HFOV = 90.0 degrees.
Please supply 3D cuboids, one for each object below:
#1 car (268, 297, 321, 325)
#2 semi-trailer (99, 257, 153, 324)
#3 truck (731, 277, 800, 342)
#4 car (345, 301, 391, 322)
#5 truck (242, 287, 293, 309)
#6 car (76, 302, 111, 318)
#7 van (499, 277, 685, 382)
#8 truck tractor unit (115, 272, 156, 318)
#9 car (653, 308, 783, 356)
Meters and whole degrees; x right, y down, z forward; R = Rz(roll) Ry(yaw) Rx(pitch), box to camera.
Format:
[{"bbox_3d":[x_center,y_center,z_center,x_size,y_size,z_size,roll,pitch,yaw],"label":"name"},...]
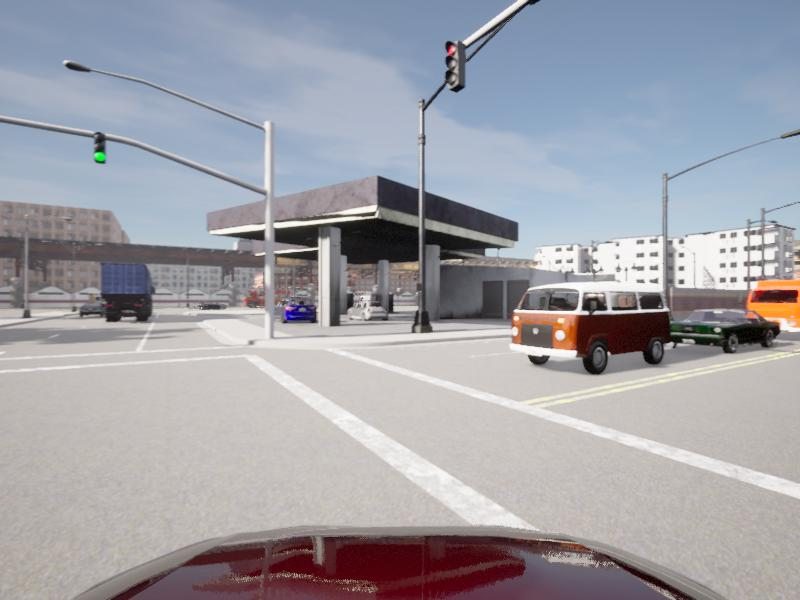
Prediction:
[{"bbox_3d":[-7.042,0.654,26.348,2.242,1.667,4.611,0,0,-30],"label":"car"},{"bbox_3d":[-22.338,-0.606,33.251,2.717,4.402,14.254,0,0,-30],"label":"semi-trailer"},{"bbox_3d":[16.994,0.378,17.233,5.204,2.467,2.627,0,0,-31],"label":"truck"},{"bbox_3d":[-2.470,0.820,29.909,1.970,1.475,3.806,0,0,-30],"label":"car"},{"bbox_3d":[-24.323,-0.281,73.448,8.468,3.827,2.891,0,0,-30],"label":"truck"},{"bbox_3d":[-29.694,0.907,38.889,2.033,1.411,5.357,0,0,-30],"label":"car"},{"bbox_3d":[4.810,0.581,9.882,4.480,2.038,2.069,0,0,-32],"label":"van"},{"bbox_3d":[-26.341,-0.502,40.076,3.053,4.208,6.516,0,0,-30],"label":"truck tractor unit"},{"bbox_3d":[10.751,0.959,13.440,4.718,1.301,1.895,0,0,-31],"label":"car"}]
